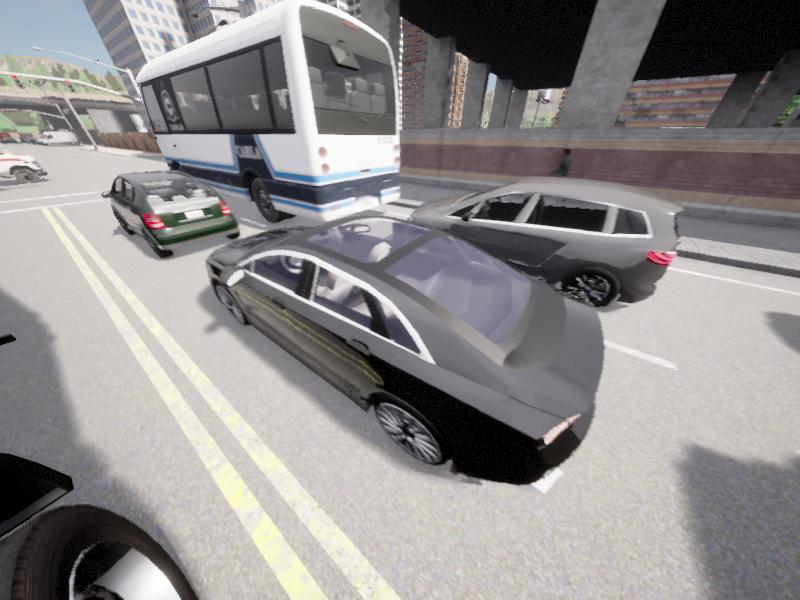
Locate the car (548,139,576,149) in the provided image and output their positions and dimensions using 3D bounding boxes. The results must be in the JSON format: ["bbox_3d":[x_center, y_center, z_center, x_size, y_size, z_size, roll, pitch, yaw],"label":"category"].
[{"bbox_3d":[43.061,-41.613,61.476,5.566,2.045,2.150,22,41,28],"label":"car"}]

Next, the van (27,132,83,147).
[{"bbox_3d":[-73.150,-34.229,49.160,1.988,2.561,5.915,8,36,11],"label":"van"}]

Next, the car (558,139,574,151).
[{"bbox_3d":[33.652,-31.412,46.804,1.905,1.878,3.866,22,41,28],"label":"car"}]

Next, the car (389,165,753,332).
[{"bbox_3d":[2.306,-1.527,4.638,4.611,1.667,2.242,22,41,28],"label":"car"}]

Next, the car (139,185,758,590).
[{"bbox_3d":[-0.570,-0.171,2.826,4.902,1.511,2.128,22,41,28],"label":"car"}]

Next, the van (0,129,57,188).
[{"bbox_3d":[-21.942,-6.387,10.581,2.351,2.431,6.366,22,40,27],"label":"van"}]

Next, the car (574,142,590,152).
[{"bbox_3d":[35.709,-30.127,45.338,1.816,1.474,4.193,22,41,28],"label":"car"}]

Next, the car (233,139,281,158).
[{"bbox_3d":[-18.444,-19.779,30.038,1.932,1.855,4.605,24,42,30],"label":"car"}]

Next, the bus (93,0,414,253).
[{"bbox_3d":[-5.017,-5.497,7.934,10.273,4.253,3.944,22,41,28],"label":"bus"}]

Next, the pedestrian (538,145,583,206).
[{"bbox_3d":[5.908,-4.610,8.569,0.751,1.860,0.751,22,41,28],"label":"pedestrian"}]

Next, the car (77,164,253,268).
[{"bbox_3d":[-5.835,-2.345,5.804,3.705,1.549,1.789,22,41,28],"label":"car"}]
